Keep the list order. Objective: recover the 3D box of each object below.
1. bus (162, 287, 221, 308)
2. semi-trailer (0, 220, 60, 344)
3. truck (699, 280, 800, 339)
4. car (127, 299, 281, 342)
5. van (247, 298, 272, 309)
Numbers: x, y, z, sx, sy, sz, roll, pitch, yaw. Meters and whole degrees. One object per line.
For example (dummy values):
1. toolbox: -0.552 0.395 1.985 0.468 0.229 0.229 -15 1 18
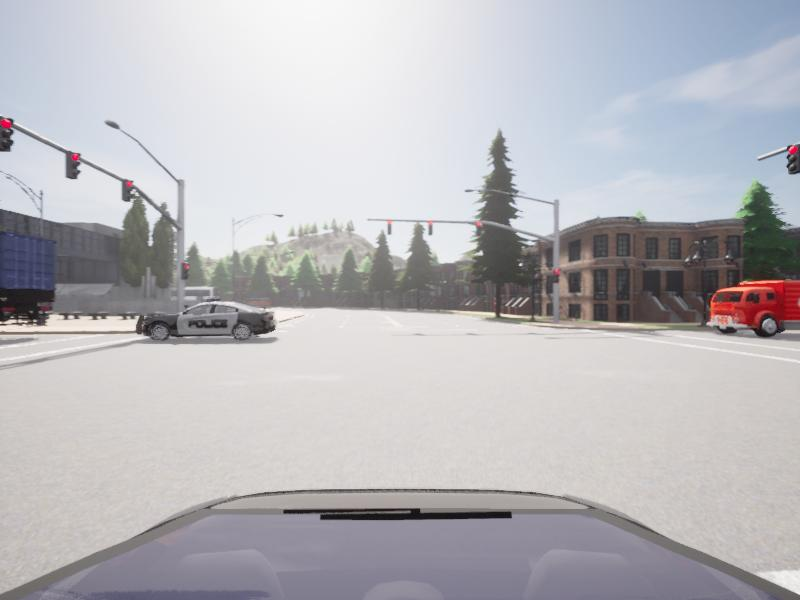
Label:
1. bus: -43.720 -0.572 84.046 10.273 4.253 3.944 0 0 0
2. semi-trailer: -21.423 -0.639 15.023 14.254 4.402 2.717 0 0 -5
3. truck: 17.143 0.380 18.239 5.204 2.467 2.627 0 0 -5
4. car: -7.686 0.766 16.166 5.238 1.638 1.930 0 0 -5
5. van: -26.689 0.583 75.982 4.442 1.987 1.775 0 0 27
